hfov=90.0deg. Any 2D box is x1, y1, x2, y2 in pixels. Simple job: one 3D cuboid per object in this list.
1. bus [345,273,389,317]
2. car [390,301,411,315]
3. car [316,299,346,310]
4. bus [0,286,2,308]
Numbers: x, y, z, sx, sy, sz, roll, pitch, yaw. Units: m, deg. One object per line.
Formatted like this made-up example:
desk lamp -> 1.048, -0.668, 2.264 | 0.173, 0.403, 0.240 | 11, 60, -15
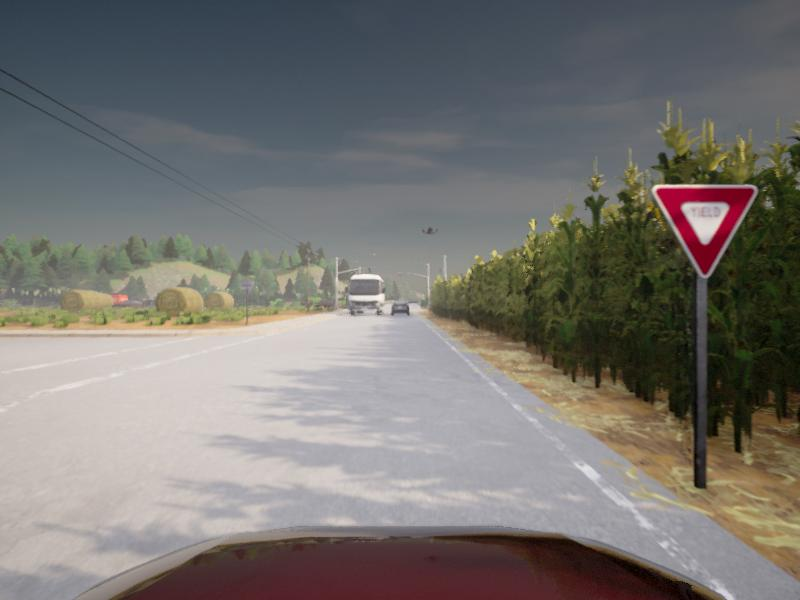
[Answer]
bus -> -3.323, -0.511, 43.701 | 3.944, 4.253, 10.273 | 0, 0, 0
car -> 0.058, 0.874, 44.786 | 2.163, 1.488, 4.792 | 0, 0, 0
car -> -11.439, 0.694, 66.255 | 4.553, 1.767, 2.097 | 0, 0, 8
bus -> -80.187, -0.536, 73.642 | 10.273, 4.253, 3.944 | 0, 0, 3
